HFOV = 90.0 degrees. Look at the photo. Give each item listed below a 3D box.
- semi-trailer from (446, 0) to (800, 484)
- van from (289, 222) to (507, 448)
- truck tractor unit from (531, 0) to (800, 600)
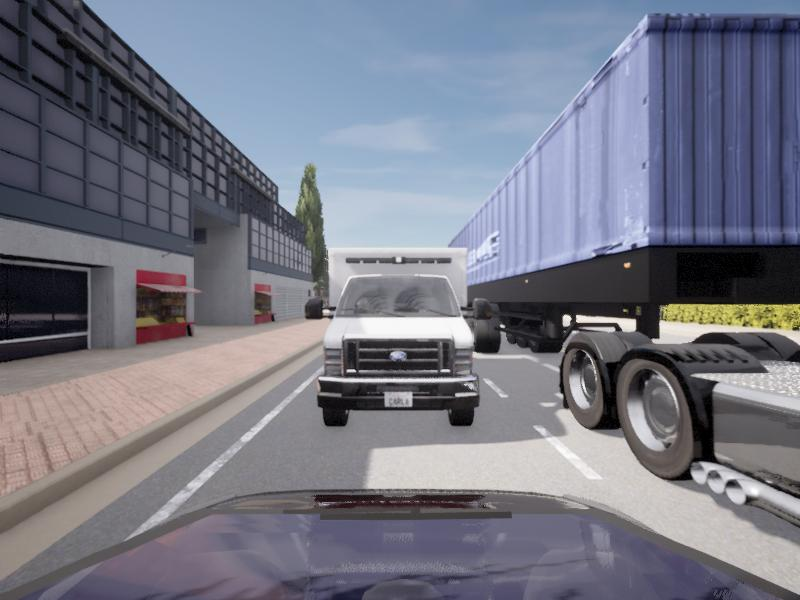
[{"bbox_3d":[3.450,-0.621,10.607,2.717,4.402,14.254,0,0,0],"label":"semi-trailer"},{"bbox_3d":[-0.034,0.375,7.496,2.351,2.431,6.366,0,0,0],"label":"van"},{"bbox_3d":[3.497,-0.517,2.695,3.053,4.208,6.516,0,0,0],"label":"truck tractor unit"}]
